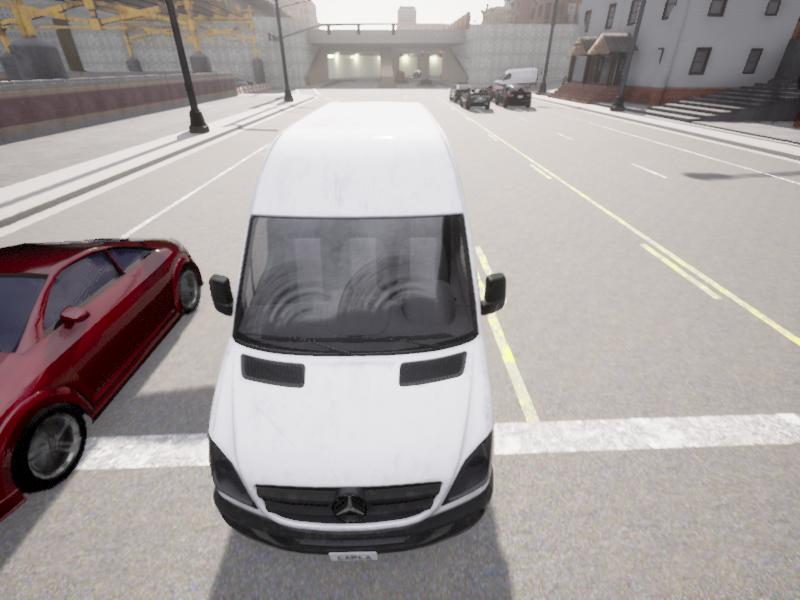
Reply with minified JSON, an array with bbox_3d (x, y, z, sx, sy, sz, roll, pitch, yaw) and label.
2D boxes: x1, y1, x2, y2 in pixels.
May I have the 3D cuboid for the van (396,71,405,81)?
[{"bbox_3d":[0.068,-51.010,91.082,1.775,1.987,4.442,-1,30,-2],"label":"van"}]

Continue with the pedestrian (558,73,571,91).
[{"bbox_3d":[18.815,-24.932,45.765,0.751,1.860,0.751,-10,32,-16],"label":"pedestrian"}]

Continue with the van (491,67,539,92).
[{"bbox_3d":[15.896,-30.660,55.564,5.915,2.561,1.988,-3,31,2],"label":"van"}]

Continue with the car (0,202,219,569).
[{"bbox_3d":[-3.831,0.277,4.163,1.994,1.385,4.181,-1,30,-1],"label":"car"}]

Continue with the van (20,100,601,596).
[{"bbox_3d":[-0.348,-0.644,4.572,1.988,2.561,5.915,-1,30,-1],"label":"van"}]

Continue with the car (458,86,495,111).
[{"bbox_3d":[6.095,-16.367,32.396,2.007,1.525,4.514,-1,30,-1],"label":"car"}]

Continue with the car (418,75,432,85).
[{"bbox_3d":[4.517,-39.657,72.089,2.038,1.542,4.974,-1,30,-2],"label":"car"}]

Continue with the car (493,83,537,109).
[{"bbox_3d":[9.564,-17.264,33.777,2.242,1.667,4.611,0,30,-1],"label":"car"}]

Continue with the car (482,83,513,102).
[{"bbox_3d":[9.565,-20.581,39.663,1.812,1.442,4.674,-1,30,-2],"label":"car"}]

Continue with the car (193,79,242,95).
[{"bbox_3d":[-22.421,-26.277,49.303,2.038,1.542,4.974,25,39,36],"label":"car"}]

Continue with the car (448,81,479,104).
[{"bbox_3d":[5.975,-19.999,38.483,1.930,1.638,5.238,-1,30,-2],"label":"car"}]
